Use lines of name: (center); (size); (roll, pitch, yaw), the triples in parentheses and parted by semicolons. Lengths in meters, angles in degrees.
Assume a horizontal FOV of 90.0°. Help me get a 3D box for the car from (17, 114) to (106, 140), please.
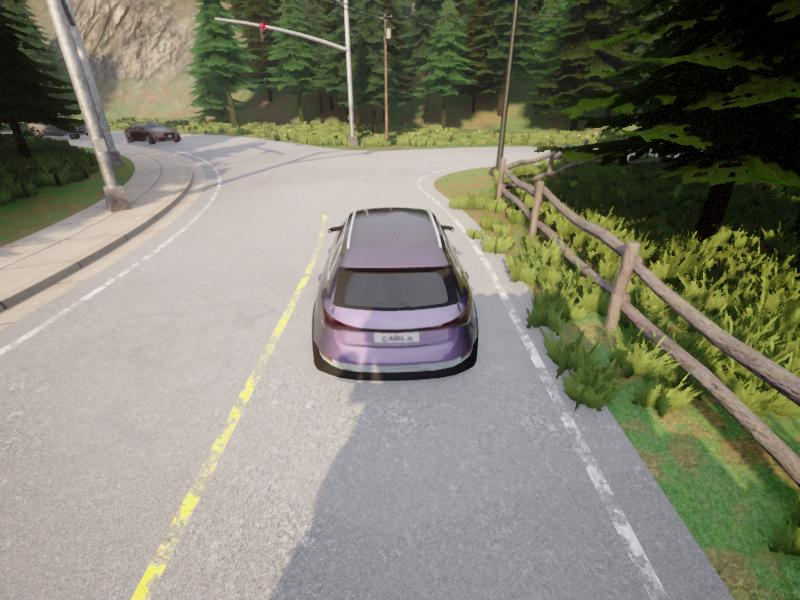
car: (-26.010, -13.356, 30.880); (5.027, 1.651, 2.152); (4, 27, 9)

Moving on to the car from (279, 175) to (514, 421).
car: (-0.115, -0.592, 5.996); (2.033, 1.649, 4.856); (-1, 27, -2)

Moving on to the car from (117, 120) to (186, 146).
car: (-17.326, -11.702, 27.932); (4.181, 1.385, 1.994); (15, 31, 26)
